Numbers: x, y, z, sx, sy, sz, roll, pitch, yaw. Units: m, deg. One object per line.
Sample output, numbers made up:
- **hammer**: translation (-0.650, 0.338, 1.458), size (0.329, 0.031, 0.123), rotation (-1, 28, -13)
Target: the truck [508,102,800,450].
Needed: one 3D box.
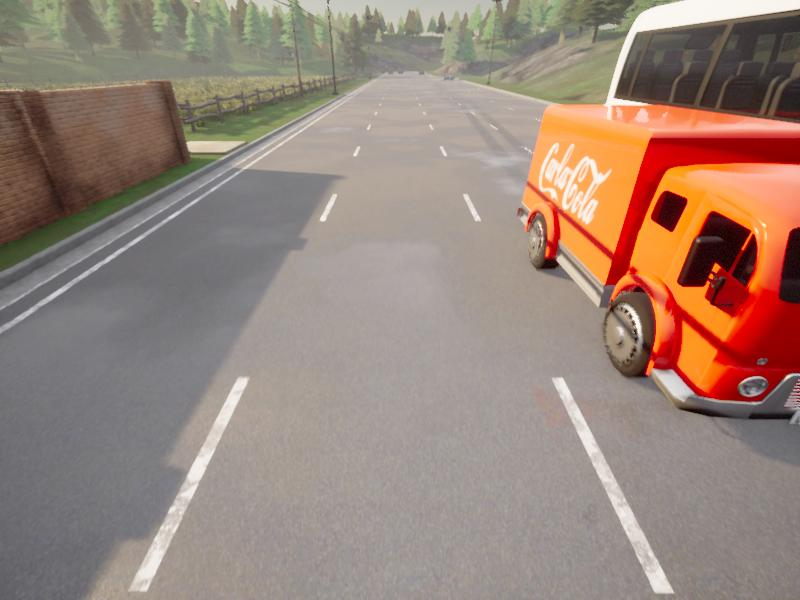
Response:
- **truck**: translation (3.504, -1.020, 5.252), size (2.627, 2.467, 5.204), rotation (0, 30, 0)

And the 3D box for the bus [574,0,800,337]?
- **bus**: translation (7.126, -2.683, 6.323), size (3.944, 4.253, 10.273), rotation (0, 30, 0)
